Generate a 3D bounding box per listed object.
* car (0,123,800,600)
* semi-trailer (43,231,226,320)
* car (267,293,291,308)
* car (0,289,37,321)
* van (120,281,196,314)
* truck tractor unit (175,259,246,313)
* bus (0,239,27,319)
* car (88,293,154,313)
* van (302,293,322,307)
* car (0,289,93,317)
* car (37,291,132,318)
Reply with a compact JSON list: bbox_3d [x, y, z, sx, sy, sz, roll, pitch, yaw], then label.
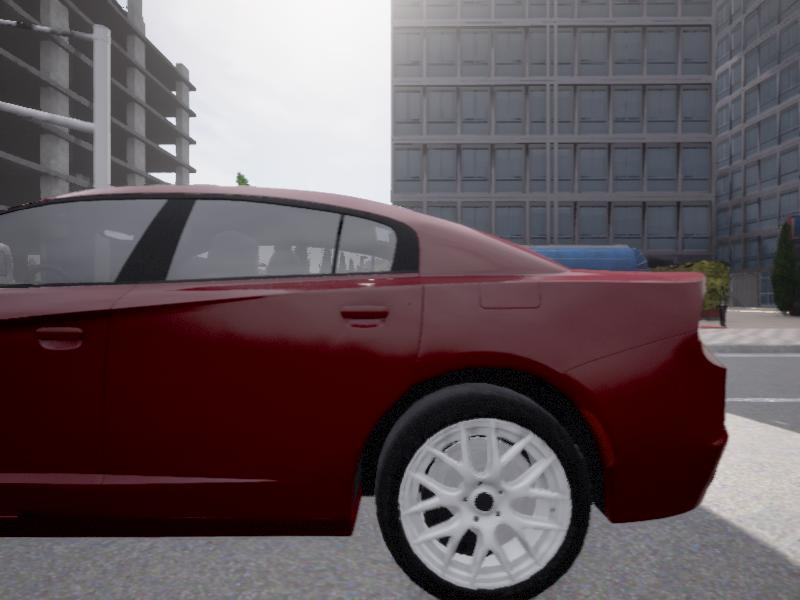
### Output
[{"bbox_3d":[-1.148,0.224,2.216,5.008,1.535,1.882,0,0,1],"label":"car"},{"bbox_3d":[-16.221,-1.202,26.860,2.717,4.402,14.254,0,0,1],"label":"semi-trailer"},{"bbox_3d":[-15.988,0.062,53.045,1.905,1.878,3.866,0,0,1],"label":"car"},{"bbox_3d":[-19.792,0.234,18.943,1.789,1.549,3.705,0,0,1],"label":"car"},{"bbox_3d":[-19.669,-0.203,32.973,2.351,2.431,6.366,0,0,1],"label":"van"},{"bbox_3d":[-16.151,-1.103,34.775,3.053,4.208,6.516,0,0,0],"label":"truck tractor unit"},{"bbox_3d":[-23.184,-1.112,17.595,3.944,4.253,10.273,0,0,1],"label":"bus"},{"bbox_3d":[-23.163,0.224,33.541,1.801,1.575,5.366,0,0,1],"label":"car"},{"bbox_3d":[-12.457,0.008,56.719,1.775,1.987,4.442,0,0,1],"label":"van"},{"bbox_3d":[-23.226,0.179,26.460,2.242,1.667,4.611,0,0,0],"label":"car"},{"bbox_3d":[-19.733,0.255,25.370,2.128,1.511,4.902,0,0,1],"label":"car"}]
